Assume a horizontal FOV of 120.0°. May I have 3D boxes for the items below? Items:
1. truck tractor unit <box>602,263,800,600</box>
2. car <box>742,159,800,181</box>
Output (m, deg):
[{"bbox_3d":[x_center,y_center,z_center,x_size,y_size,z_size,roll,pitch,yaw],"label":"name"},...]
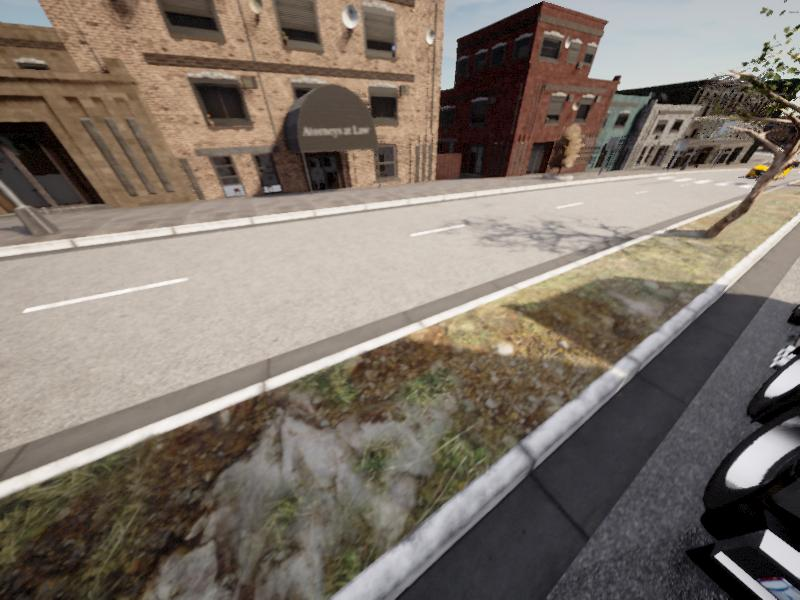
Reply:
[{"bbox_3d":[5.119,-0.290,0.794,6.516,4.208,3.053,-18,39,-24],"label":"truck tractor unit"},{"bbox_3d":[34.386,-12.080,21.365,5.008,1.535,1.882,-16,38,-25],"label":"car"}]
